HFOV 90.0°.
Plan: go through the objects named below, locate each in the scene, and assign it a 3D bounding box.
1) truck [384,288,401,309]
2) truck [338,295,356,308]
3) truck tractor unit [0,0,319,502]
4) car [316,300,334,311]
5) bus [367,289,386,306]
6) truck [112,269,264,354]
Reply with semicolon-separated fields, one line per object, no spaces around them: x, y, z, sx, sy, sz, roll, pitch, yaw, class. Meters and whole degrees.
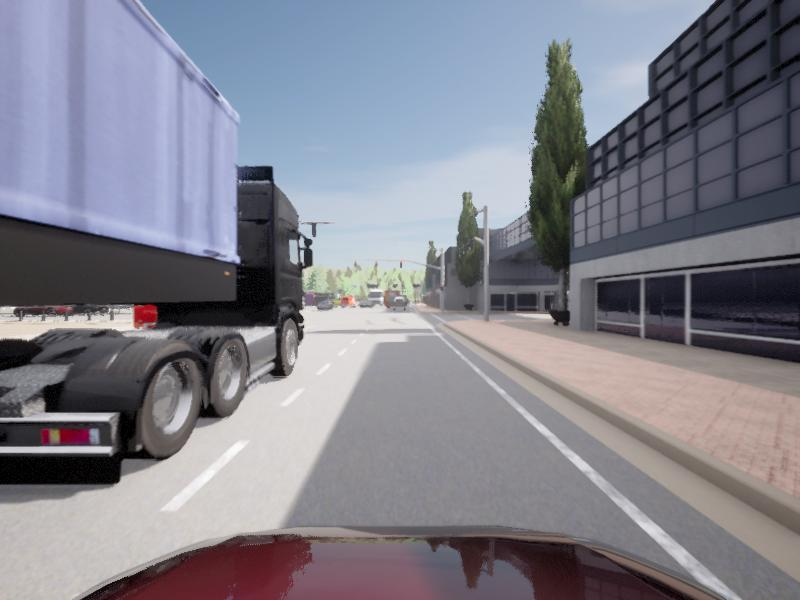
-1.350;-0.336;78.302;2.891;3.827;8.468;0;0;2;truck
-10.123;0.341;77.025;2.627;2.467;5.204;0;0;2;truck
-3.497;-0.526;6.422;3.053;4.208;6.516;0;1;0;truck tractor unit
-10.610;0.815;56.886;1.845;1.501;3.633;0;0;1;car
-5.823;-0.558;102.595;3.944;4.253;10.273;0;0;2;bus
-7.001;0.361;14.159;2.627;2.467;5.204;0;0;0;truck
